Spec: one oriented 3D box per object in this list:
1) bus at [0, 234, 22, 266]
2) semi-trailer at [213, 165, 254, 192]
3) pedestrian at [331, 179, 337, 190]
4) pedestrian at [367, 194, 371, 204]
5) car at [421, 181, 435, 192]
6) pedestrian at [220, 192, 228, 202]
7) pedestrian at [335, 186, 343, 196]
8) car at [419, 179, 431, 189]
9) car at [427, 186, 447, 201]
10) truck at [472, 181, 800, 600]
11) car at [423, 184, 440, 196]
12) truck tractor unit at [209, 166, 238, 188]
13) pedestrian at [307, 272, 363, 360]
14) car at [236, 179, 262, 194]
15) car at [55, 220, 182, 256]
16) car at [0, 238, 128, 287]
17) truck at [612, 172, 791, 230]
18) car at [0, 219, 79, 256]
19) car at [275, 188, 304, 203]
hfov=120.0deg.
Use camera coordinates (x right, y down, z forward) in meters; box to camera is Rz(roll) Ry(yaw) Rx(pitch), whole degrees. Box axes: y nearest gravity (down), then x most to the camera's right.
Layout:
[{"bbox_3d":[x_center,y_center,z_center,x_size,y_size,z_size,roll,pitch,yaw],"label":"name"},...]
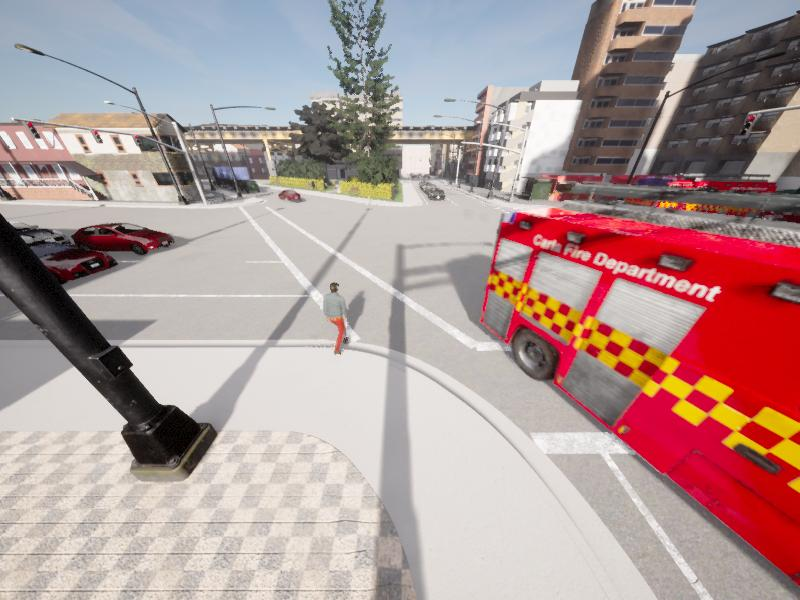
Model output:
[{"bbox_3d":[-24.471,-3.004,9.001,10.273,4.253,3.944,1,30,-1],"label":"bus"},{"bbox_3d":[-35.161,-25.693,48.392,14.254,4.402,2.717,26,39,38],"label":"semi-trailer"},{"bbox_3d":[-12.986,-22.876,45.613,0.751,1.860,0.751,4,30,7],"label":"pedestrian"},{"bbox_3d":[-3.961,-12.847,29.414,0.500,1.100,0.500,-4,30,-7],"label":"pedestrian"},{"bbox_3d":[5.412,-22.577,45.794,2.152,1.651,5.027,0,30,0],"label":"car"},{"bbox_3d":[-22.596,-13.201,29.632,0.500,1.100,0.500,-18,35,-28],"label":"pedestrian"},{"bbox_3d":[-9.752,-17.441,36.873,0.751,1.300,0.751,20,35,30],"label":"pedestrian"},{"bbox_3d":[5.460,-26.063,51.831,2.152,1.651,5.027,0,30,0],"label":"car"},{"bbox_3d":[5.324,-15.635,33.769,2.152,1.651,5.027,0,30,1],"label":"car"},{"bbox_3d":[5.036,0.928,2.880,2.891,3.827,8.468,-11,32,-19],"label":"truck"},{"bbox_3d":[5.369,-19.041,39.809,2.163,1.488,4.792,0,30,0],"label":"car"},{"bbox_3d":[-40.783,-28.379,53.280,3.053,4.208,6.516,-26,39,-38],"label":"truck tractor unit"},{"bbox_3d":[-1.450,0.386,5.460,0.751,1.860,0.751,9,31,15],"label":"pedestrian"},{"bbox_3d":[-28.179,-21.199,43.011,5.566,2.045,2.150,27,40,37],"label":"car"},{"bbox_3d":[-15.142,-3.436,12.690,4.193,1.474,1.816,0,30,0],"label":"car"},{"bbox_3d":[-14.909,-1.637,9.684,4.181,1.385,1.994,0,30,0],"label":"car"},{"bbox_3d":[23.136,-7.864,18.354,8.468,3.827,2.891,0,30,-1],"label":"truck"},{"bbox_3d":[-21.198,-3.455,12.659,3.806,1.475,1.970,0,30,0],"label":"car"},{"bbox_3d":[-15.428,-14.597,32.151,1.812,1.442,4.674,-26,38,-37],"label":"car"}]
